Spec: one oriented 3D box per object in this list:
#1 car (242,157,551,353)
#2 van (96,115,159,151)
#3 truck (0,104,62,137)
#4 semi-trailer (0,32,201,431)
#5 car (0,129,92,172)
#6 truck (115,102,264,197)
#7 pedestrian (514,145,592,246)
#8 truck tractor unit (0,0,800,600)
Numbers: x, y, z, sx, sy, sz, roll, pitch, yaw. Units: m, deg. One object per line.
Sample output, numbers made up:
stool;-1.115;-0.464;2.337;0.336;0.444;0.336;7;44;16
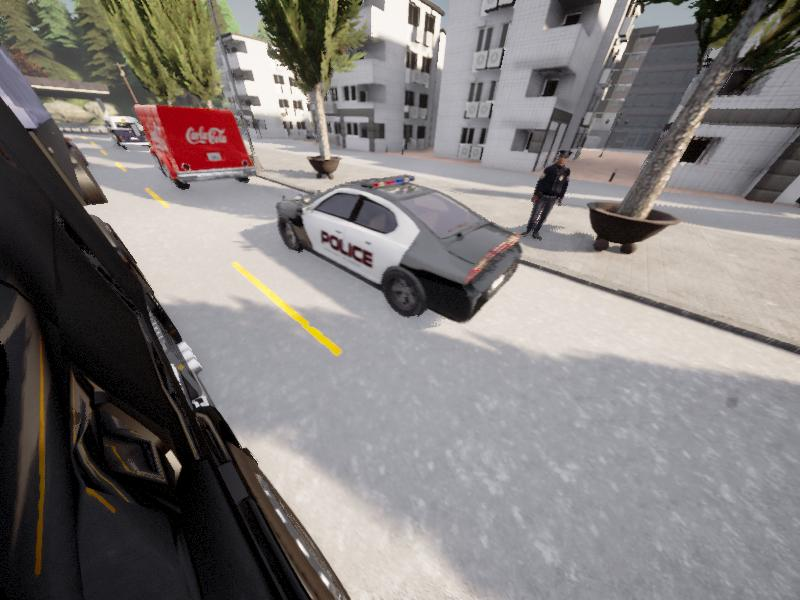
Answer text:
car;-0.497;-1.436;4.258;4.974;1.542;2.038;29;44;30
van;-21.438;-13.161;18.166;4.480;2.038;2.069;29;44;30
truck;-38.874;-17.699;22.751;5.204;2.467;2.627;-7;36;-12
semi-trailer;-8.646;-3.643;4.274;14.254;4.402;2.717;29;44;30
car;-17.257;-7.419;11.315;4.181;1.385;1.994;29;44;30
truck;-8.372;-6.150;9.272;5.204;2.467;2.627;29;44;30
pedestrian;3.231;-2.273;5.124;0.751;1.860;0.751;15;39;16
truck tractor unit;-2.645;-0.295;0.351;6.516;4.208;3.053;28;44;30
